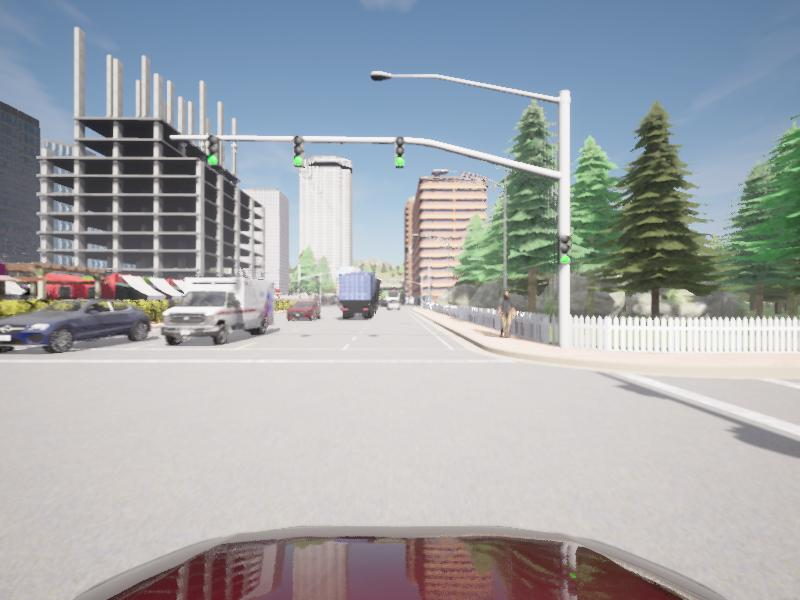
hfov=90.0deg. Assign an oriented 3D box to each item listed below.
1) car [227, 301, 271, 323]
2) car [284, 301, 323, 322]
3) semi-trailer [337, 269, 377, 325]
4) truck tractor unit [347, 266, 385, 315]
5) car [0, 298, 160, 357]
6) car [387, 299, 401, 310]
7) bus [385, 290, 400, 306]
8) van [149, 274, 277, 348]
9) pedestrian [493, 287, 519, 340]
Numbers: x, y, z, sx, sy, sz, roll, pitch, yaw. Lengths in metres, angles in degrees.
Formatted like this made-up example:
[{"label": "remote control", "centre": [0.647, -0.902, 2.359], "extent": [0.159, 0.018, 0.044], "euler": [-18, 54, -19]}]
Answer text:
[{"label": "car", "centre": [-10.869, 0.817, 29.045], "extent": [1.845, 1.501, 3.633], "euler": [0, 0, -1]}, {"label": "car", "centre": [-7.410, 0.812, 31.261], "extent": [1.882, 1.535, 5.008], "euler": [0, 0, -1]}, {"label": "semi-trailer", "centre": [-3.821, -0.812, 38.980], "extent": [2.717, 4.402, 14.254], "euler": [0, 5, -2]}, {"label": "truck tractor unit", "centre": [-3.818, -0.893, 47.106], "extent": [3.053, 4.208, 6.516], "euler": [10, -9, 2]}, {"label": "car", "centre": [-10.929, 0.776, 13.689], "extent": [2.152, 1.651, 5.027], "euler": [0, 0, 4]}, {"label": "car", "centre": [-1.051, 0.736, 66.067], "extent": [2.242, 1.667, 4.611], "euler": [0, 0, -1]}, {"label": "bus", "centre": [-2.124, -0.568, 114.502], "extent": [3.944, 4.253, 10.273], "euler": [0, 0, -1]}, {"label": "van", "centre": [-7.131, 0.372, 16.371], "extent": [2.351, 2.431, 6.366], "euler": [0, 0, -1]}, {"label": "pedestrian", "centre": [3.877, 0.483, 14.671], "extent": [0.751, 1.860, 0.751], "euler": [0, 0, -1]}]
